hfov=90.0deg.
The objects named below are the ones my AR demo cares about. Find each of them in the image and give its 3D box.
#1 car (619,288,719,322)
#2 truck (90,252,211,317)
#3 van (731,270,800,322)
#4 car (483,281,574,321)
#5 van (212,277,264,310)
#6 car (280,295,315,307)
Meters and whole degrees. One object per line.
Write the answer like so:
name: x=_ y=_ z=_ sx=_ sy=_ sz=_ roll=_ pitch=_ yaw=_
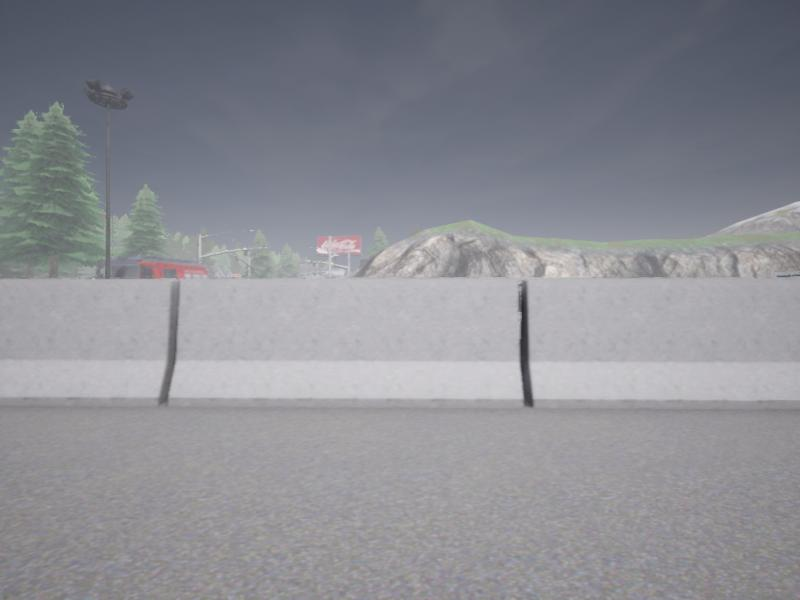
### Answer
car: x=13.147 y=0.232 z=19.692 sx=3.705 sy=1.549 sz=1.789 roll=0 pitch=0 yaw=0
truck: x=-16.832 y=-1.062 z=28.000 sx=2.891 sy=3.827 sz=8.468 roll=0 pitch=2 yaw=2
van: x=20.436 y=-0.194 z=19.687 sx=6.366 sy=2.431 sz=2.351 roll=0 pitch=0 yaw=0
car: x=6.213 y=0.053 z=19.698 sx=3.866 sy=1.878 sz=1.905 roll=0 pitch=0 yaw=0
van: x=-13.355 y=-0.495 z=33.536 sx=1.988 sy=2.561 sz=5.915 roll=0 pitch=0 yaw=0
car: x=-14.185 y=0.092 z=55.529 sx=1.882 sy=1.535 sz=5.008 roll=1 pitch=0 yaw=27
